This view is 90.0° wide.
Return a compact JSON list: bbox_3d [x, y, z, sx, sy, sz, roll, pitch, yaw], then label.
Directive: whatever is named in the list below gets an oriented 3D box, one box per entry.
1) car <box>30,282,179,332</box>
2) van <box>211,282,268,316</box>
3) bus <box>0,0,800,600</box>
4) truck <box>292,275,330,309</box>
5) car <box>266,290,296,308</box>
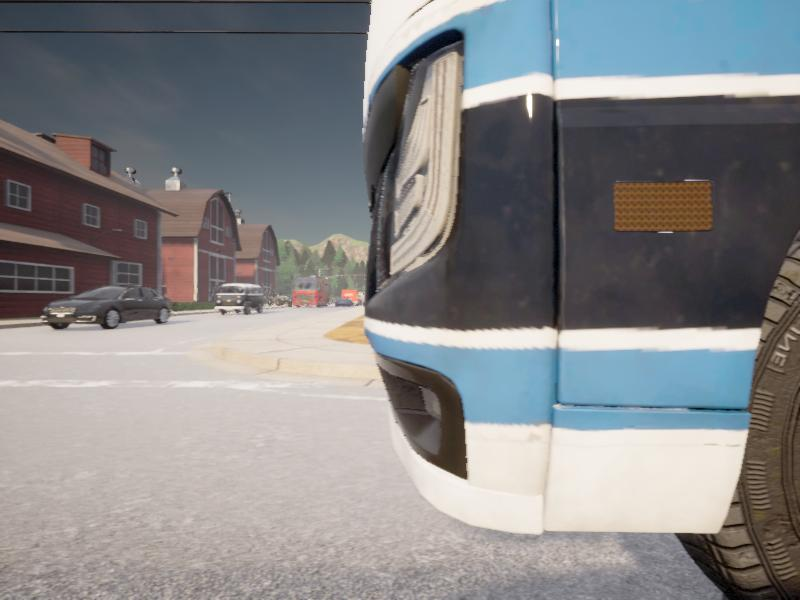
[{"bbox_3d":[-10.240,0.214,14.478,1.837,1.490,4.892,0,0,-1],"label":"car"},{"bbox_3d":[-10.398,-0.062,26.316,2.069,2.038,4.480,0,0,-2],"label":"van"},{"bbox_3d":[4.788,-1.134,2.130,10.273,4.253,3.944,0,0,1],"label":"bus"},{"bbox_3d":[-10.739,-0.978,49.352,2.891,3.827,8.468,0,1,-1],"label":"truck"},{"bbox_3d":[-14.920,-0.145,49.922,1.905,1.878,3.866,8,-4,-43],"label":"car"}]
